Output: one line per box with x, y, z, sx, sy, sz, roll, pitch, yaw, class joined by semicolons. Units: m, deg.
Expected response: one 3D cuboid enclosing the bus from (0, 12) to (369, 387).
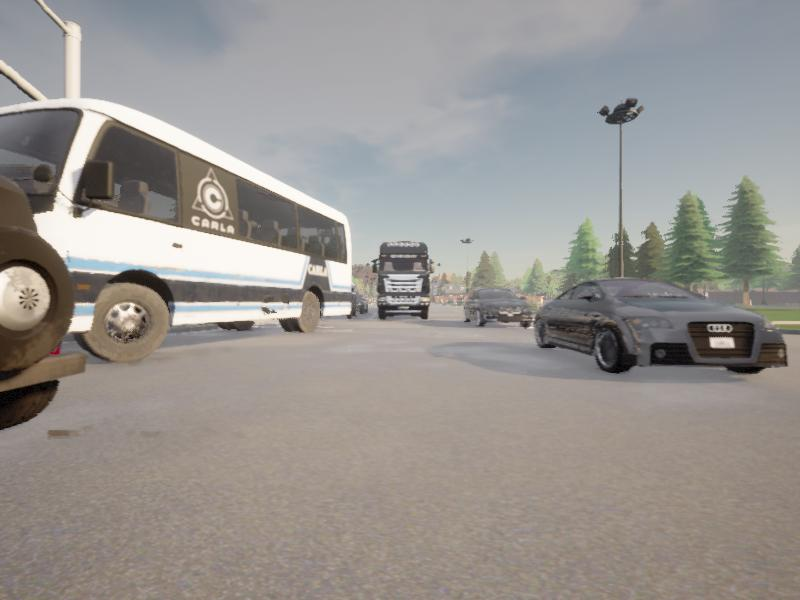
-4.516;-1.143;10.011;3.944;4.253;10.273;1;0;16;bus

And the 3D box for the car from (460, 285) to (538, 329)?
3.694;0.258;15.903;1.837;1.490;4.892;0;0;-1;car

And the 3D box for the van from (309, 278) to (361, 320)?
-3.363;-0.038;21.540;2.069;2.038;4.480;0;0;0;van

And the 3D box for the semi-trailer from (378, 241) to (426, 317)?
0.048;-1.218;30.181;2.717;4.402;14.254;0;0;-1;semi-trailer

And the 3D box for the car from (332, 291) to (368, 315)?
-3.441;0.215;28.546;2.038;1.542;4.974;0;0;-1;car

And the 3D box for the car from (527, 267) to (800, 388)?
3.789;0.320;6.706;1.994;1.385;4.181;0;0;0;car

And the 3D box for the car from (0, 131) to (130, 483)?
-4.066;0.032;2.201;3.866;1.878;1.905;0;0;0;car

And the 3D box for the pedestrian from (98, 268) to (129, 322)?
-10.094;-0.172;14.103;0.751;1.860;0.751;0;0;42;pedestrian

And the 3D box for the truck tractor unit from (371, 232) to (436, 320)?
0.129;-1.116;22.270;3.053;4.208;6.516;0;0;-1;truck tractor unit
